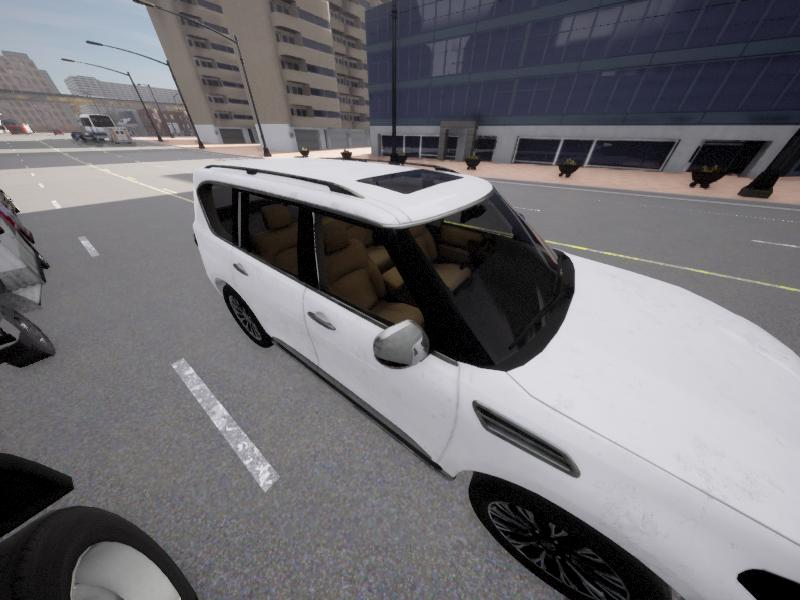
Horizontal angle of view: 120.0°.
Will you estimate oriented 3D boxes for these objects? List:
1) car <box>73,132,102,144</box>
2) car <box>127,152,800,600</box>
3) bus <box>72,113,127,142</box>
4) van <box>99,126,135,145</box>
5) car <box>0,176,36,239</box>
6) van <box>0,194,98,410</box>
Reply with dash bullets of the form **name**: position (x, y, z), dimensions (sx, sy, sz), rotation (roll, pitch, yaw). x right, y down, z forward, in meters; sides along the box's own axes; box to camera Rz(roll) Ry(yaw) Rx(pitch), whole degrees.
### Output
- **car**: position (-56.378, -29.259, 41.688), dimensions (4.902, 1.511, 2.128), rotation (24, 42, 27)
- **car**: position (-0.020, -0.211, 2.438), dimensions (5.566, 2.045, 2.150), rotation (23, 41, 28)
- **bus**: position (-60.723, -34.805, 46.659), dimensions (10.273, 4.253, 3.944), rotation (24, 41, 27)
- **van**: position (-51.767, -30.143, 42.304), dimensions (6.366, 2.431, 2.351), rotation (24, 42, 27)
- **car**: position (-12.932, -2.857, 6.571), dimensions (4.902, 1.511, 2.128), rotation (23, 41, 28)
- **van**: position (-6.910, -0.725, 2.803), dimensions (6.366, 2.431, 2.351), rotation (22, 41, 28)
